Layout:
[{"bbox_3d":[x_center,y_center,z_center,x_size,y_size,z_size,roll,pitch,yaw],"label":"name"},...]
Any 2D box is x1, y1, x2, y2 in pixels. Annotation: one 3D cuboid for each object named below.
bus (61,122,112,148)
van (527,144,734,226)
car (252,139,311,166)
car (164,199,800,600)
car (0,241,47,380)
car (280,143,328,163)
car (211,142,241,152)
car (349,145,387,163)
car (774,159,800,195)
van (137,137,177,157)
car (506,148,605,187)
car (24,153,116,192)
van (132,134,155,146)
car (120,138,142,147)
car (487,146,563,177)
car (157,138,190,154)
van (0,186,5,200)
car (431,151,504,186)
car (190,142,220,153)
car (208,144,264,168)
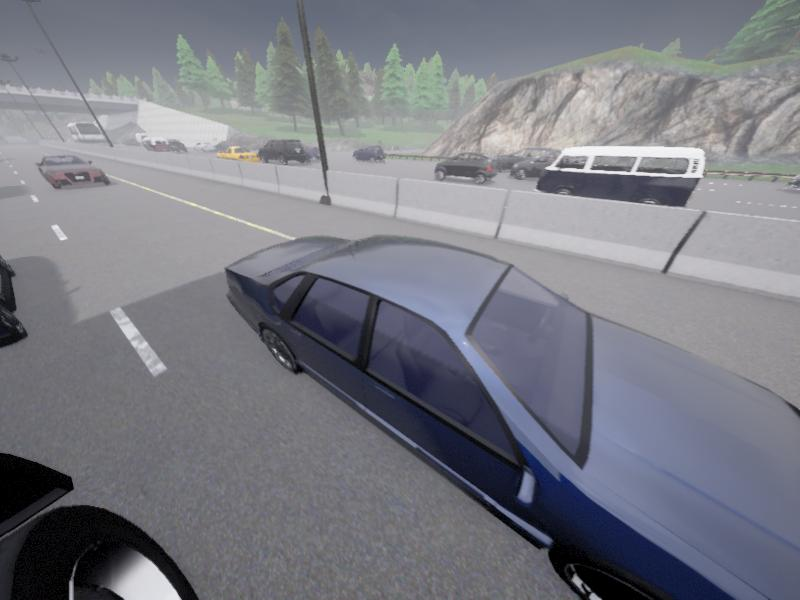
[{"bbox_3d":[-68.069,-35.655,50.090,10.273,4.253,3.944,21,40,28],"label":"bus"},{"bbox_3d":[7.596,-4.395,8.444,4.480,2.038,2.069,22,41,27],"label":"van"},{"bbox_3d":[-11.620,-14.577,22.686,5.566,2.045,2.150,22,41,27],"label":"car"},{"bbox_3d":[0.279,0.279,2.305,5.357,1.411,2.033,22,40,27],"label":"car"},{"bbox_3d":[-6.883,-0.248,2.778,4.856,1.649,2.033,22,41,27],"label":"car"},{"bbox_3d":[-10.708,-16.486,25.770,5.027,1.651,2.152,22,40,27],"label":"car"},{"bbox_3d":[-30.485,-26.800,40.396,5.357,1.411,2.033,22,41,27],"label":"car"},{"bbox_3d":[-3.460,-15.986,25.210,3.633,1.501,1.845,22,40,28],"label":"car"},{"bbox_3d":[22.448,-5.554,10.697,4.902,1.511,2.128,22,41,27],"label":"car"},{"bbox_3d":[-32.405,-20.486,30.863,4.480,2.038,2.069,22,41,27],"label":"van"},{"bbox_3d":[9.516,-8.373,14.425,4.611,1.667,2.242,22,41,27],"label":"car"},{"bbox_3d":[-17.615,-6.908,12.341,4.181,1.385,1.994,22,41,27],"label":"car"},{"bbox_3d":[-67.637,-42.231,60.877,5.915,2.561,1.988,22,41,27],"label":"van"},{"bbox_3d":[-66.344,-38.863,56.950,4.611,1.667,2.242,22,41,27],"label":"car"},{"bbox_3d":[9.554,-10.806,17.875,4.611,1.667,2.242,22,41,27],"label":"car"},{"bbox_3d":[-35.383,-24.066,36.052,4.605,1.855,1.932,22,41,27],"label":"car"},{"bbox_3d":[-19.081,-5.323,9.496,4.480,2.038,2.069,22,40,27],"label":"van"},{"bbox_3d":[3.998,-8.093,14.075,3.705,1.549,1.789,22,41,27],"label":"car"},{"bbox_3d":[-31.822,-24.906,37.654,4.674,1.442,1.812,22,41,27],"label":"car"},{"bbox_3d":[-15.171,-13.364,21.335,5.366,1.575,1.801,22,41,27],"label":"car"}]
